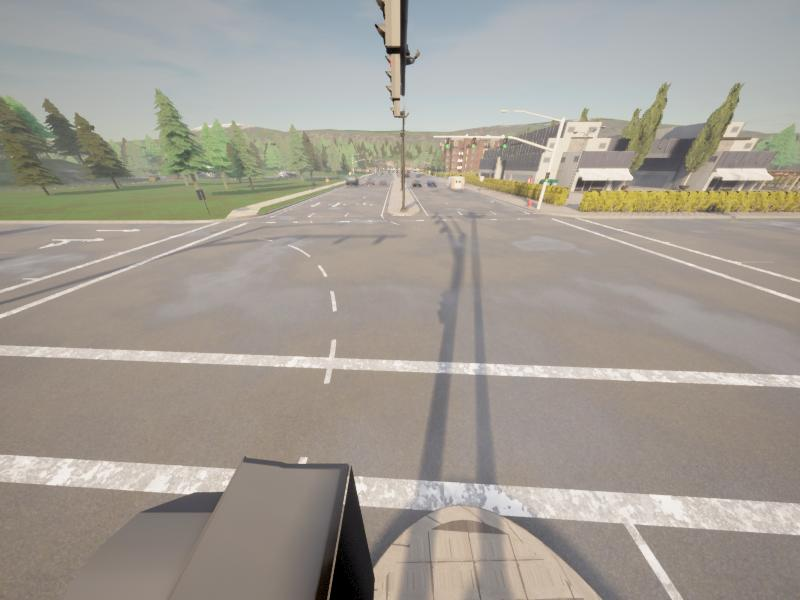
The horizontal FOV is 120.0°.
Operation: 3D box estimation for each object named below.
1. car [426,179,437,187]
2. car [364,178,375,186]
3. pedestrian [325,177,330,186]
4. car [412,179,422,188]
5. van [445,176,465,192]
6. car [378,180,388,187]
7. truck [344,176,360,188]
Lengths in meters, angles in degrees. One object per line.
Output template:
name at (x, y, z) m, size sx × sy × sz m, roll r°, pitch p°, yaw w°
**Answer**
car at (7.417, -27.885, 55.160) m, size 1.812 × 1.442 × 4.674 m, roll 0°, pitch 30°, yaw 0°
car at (-7.615, -29.622, 57.989) m, size 2.152 × 1.651 × 5.027 m, roll 0°, pitch 30°, yaw 0°
pedestrian at (-16.949, -27.677, 54.030) m, size 0.751 × 1.860 × 0.751 m, roll -4°, pitch 30°, yaw -6°
car at (3.921, -27.779, 54.896) m, size 2.038 × 1.542 × 4.974 m, roll 0°, pitch 30°, yaw -1°
van at (11.025, -23.467, 46.524) m, size 2.351 × 2.431 × 6.366 m, roll 0°, pitch 30°, yaw -1°
car at (-4.092, -28.243, 55.855) m, size 1.994 × 1.385 × 4.181 m, roll 0°, pitch 30°, yaw 0°
truck at (-11.075, -27.569, 53.958) m, size 2.390 × 2.098 × 6.274 m, roll 0°, pitch 30°, yaw 0°
